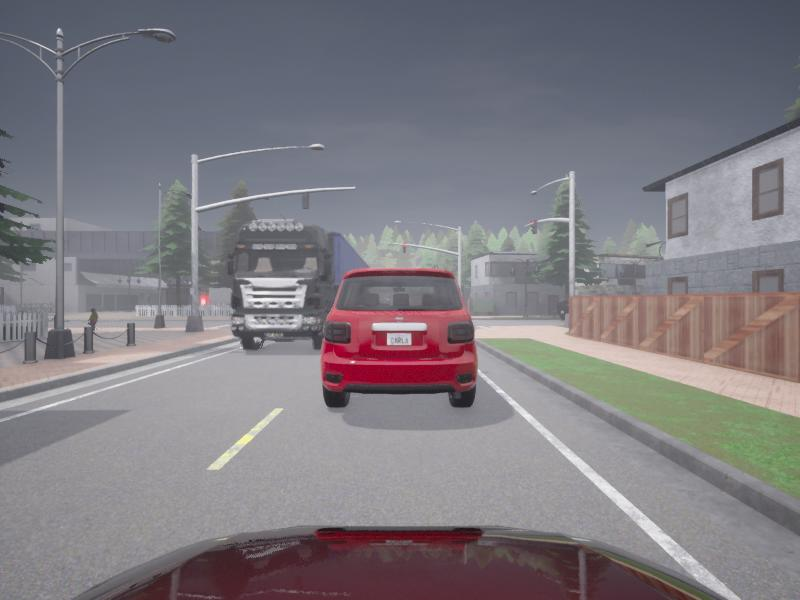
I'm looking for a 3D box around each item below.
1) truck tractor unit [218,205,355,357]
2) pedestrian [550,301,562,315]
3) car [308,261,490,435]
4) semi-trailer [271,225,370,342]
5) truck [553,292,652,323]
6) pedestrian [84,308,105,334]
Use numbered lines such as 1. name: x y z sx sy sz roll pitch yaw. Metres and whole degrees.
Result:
1. truck tractor unit: -3.524 -0.528 14.335 3.053 4.208 6.516 0 0 0
2. pedestrian: 14.424 0.747 37.028 0.751 1.300 0.751 0 0 -5
3. car: -0.013 0.568 7.496 2.150 2.045 5.566 0 0 0
4. semi-trailer: -3.541 -0.619 22.255 2.717 4.402 14.254 0 0 0
5. truck: 14.789 0.523 29.358 6.274 2.098 2.390 0 0 -9
6. pedestrian: -12.823 0.875 16.808 0.500 1.100 0.500 0 0 -3
